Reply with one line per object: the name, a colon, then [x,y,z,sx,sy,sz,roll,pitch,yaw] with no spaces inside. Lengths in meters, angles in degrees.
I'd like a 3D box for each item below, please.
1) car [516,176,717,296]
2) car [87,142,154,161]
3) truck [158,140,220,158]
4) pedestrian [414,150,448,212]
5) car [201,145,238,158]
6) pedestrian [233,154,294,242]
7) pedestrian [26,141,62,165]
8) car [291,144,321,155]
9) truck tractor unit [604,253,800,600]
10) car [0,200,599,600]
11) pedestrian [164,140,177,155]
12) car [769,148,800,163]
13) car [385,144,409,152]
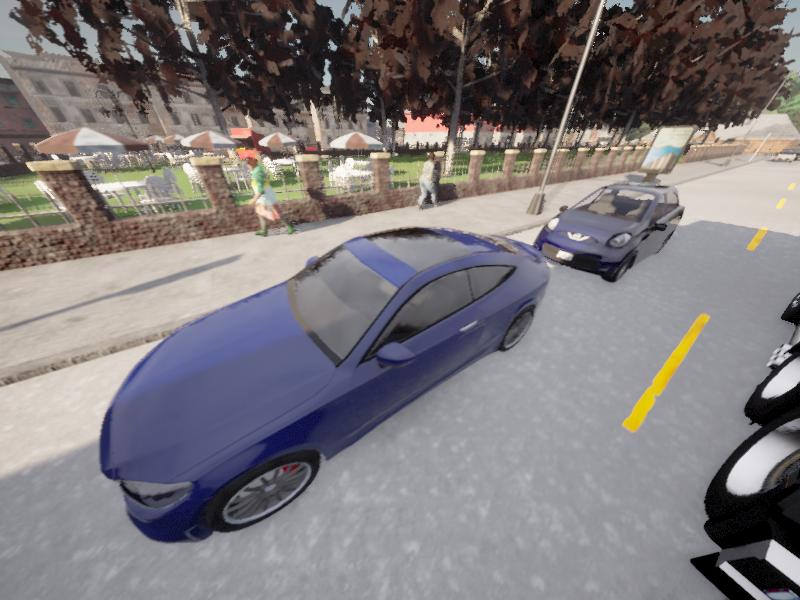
car: [4.738,-1.700,5.156,3.633,1.501,1.845,-21,40,-27]
car: [-34.170,-18.372,28.487,4.605,1.855,1.932,-21,40,-27]
truck: [-30.760,-22.372,34.072,6.274,2.098,2.390,-21,40,-27]
pedestrian: [1.057,-4.225,8.239,0.751,1.860,0.751,-21,40,-27]
car: [-25.755,-21.209,32.988,3.806,1.475,1.970,-21,40,-28]
pedestrian: [-3.316,-2.515,5.743,0.751,1.860,0.751,-16,38,-22]
pedestrian: [-33.458,-13.829,21.748,0.751,1.860,0.751,-11,36,-15]
car: [-16.917,-27.319,41.810,4.514,1.525,2.007,-21,40,-27]
truck tractor unit: [5.091,-0.319,0.815,6.516,4.208,3.053,-19,39,-25]
car: [-0.086,0.057,2.662,4.674,1.442,1.812,-21,40,-28]
pedestrian: [-35.678,-23.709,35.936,0.751,1.860,0.751,-27,43,-34]
car: [52.210,-19.524,31.206,3.633,1.501,1.845,-22,40,-28]
car: [-0.701,-33.380,50.680,4.902,1.511,2.128,-21,40,-27]
